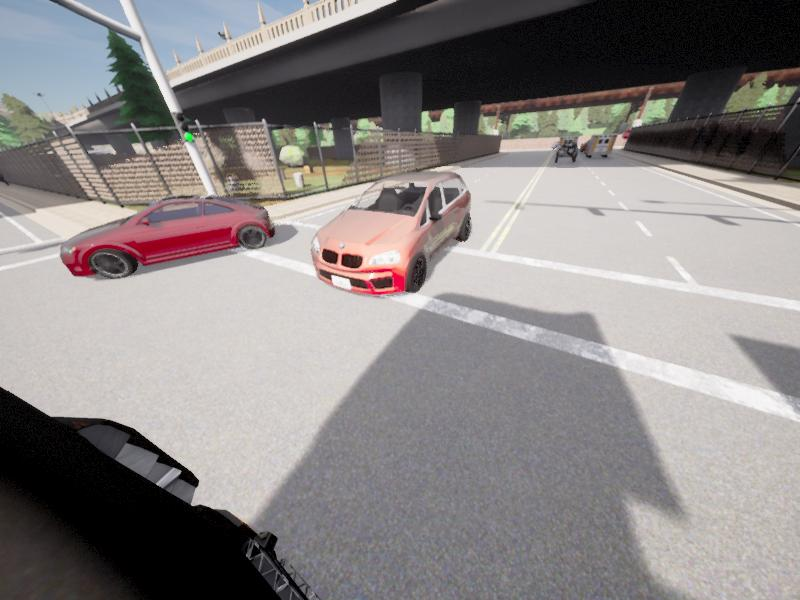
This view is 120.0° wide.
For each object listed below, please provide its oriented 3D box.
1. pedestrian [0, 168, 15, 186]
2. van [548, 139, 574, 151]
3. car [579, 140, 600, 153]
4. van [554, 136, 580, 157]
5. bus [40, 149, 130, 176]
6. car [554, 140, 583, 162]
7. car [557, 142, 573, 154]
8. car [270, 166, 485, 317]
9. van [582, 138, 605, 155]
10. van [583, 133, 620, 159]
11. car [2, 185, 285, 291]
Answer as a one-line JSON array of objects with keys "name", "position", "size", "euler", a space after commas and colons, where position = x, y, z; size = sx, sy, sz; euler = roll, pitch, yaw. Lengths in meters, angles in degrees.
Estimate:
[{"name": "pedestrian", "position": [-45.623, -14.079, 26.392], "size": [0.751, 1.860, 0.751], "euler": [14, 37, 23]}, {"name": "van", "position": [36.605, -35.293, 52.588], "size": [4.442, 1.987, 1.775], "euler": [-8, 34, -7]}, {"name": "car", "position": [32.566, -26.464, 39.782], "size": [2.097, 1.767, 4.553], "euler": [16, 38, 26]}, {"name": "van", "position": [25.596, -23.679, 35.530], "size": [2.351, 2.431, 6.366], "euler": [16, 38, 26]}, {"name": "bus", "position": [-67.430, -29.879, 49.996], "size": [3.944, 4.253, 10.273], "euler": [16, 38, 26]}, {"name": "car", "position": [18.734, -16.616, 25.883], "size": [1.932, 1.855, 4.605], "euler": [16, 35, 26]}, {"name": "car", "position": [29.370, -27.080, 41.111], "size": [1.851, 1.617, 3.988], "euler": [16, 38, 26]}, {"name": "car", "position": [0.112, -1.861, 5.242], "size": [2.242, 1.667, 4.611], "euler": [16, 38, 26]}, {"name": "van", "position": [29.533, -23.527, 35.413], "size": [1.775, 1.987, 4.442], "euler": [16, 38, 26]}, {"name": "van", "position": [25.638, -19.835, 29.747], "size": [2.351, 2.431, 6.366], "euler": [16, 38, 26]}, {"name": "car", "position": [-5.602, -1.894, 5.972], "size": [4.181, 1.385, 1.994], "euler": [-22, 38, -27]}]
